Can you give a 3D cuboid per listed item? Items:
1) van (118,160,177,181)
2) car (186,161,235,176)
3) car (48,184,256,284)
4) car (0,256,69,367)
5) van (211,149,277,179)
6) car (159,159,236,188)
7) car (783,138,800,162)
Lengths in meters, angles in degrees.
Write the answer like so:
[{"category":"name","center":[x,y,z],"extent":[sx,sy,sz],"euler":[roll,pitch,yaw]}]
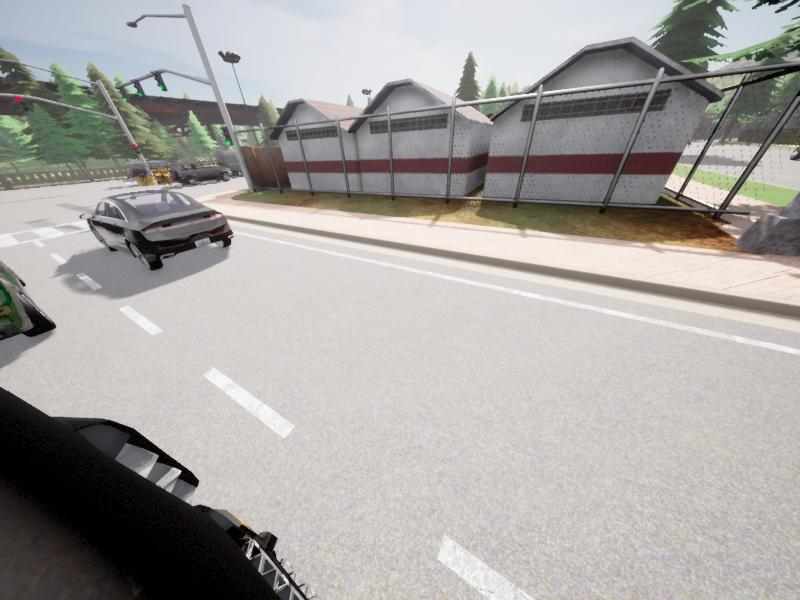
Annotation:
[{"category":"van","center":[-32.740,-16.917,30.109],"extent":[1.775,1.987,4.442],"euler":[15,37,24]},{"category":"car","center":[-26.898,-18.858,33.015],"extent":[2.128,1.511,4.902],"euler":[15,37,24]},{"category":"car","center":[-6.623,-2.087,6.222],"extent":[4.902,1.511,2.128],"euler":[16,38,26]},{"category":"car","center":[-7.429,-0.194,3.179],"extent":[4.553,1.767,2.097],"euler":[16,38,26]},{"category":"van","center":[-18.241,-16.252,27.502],"extent":[1.988,2.561,5.915],"euler":[15,38,24]},{"category":"car","center":[-18.368,-11.724,21.297],"extent":[1.932,1.855,4.605],"euler":[15,38,24]},{"category":"car","center":[29.327,-10.360,15.514],"extent":[1.905,1.878,3.866],"euler":[17,38,27]}]
